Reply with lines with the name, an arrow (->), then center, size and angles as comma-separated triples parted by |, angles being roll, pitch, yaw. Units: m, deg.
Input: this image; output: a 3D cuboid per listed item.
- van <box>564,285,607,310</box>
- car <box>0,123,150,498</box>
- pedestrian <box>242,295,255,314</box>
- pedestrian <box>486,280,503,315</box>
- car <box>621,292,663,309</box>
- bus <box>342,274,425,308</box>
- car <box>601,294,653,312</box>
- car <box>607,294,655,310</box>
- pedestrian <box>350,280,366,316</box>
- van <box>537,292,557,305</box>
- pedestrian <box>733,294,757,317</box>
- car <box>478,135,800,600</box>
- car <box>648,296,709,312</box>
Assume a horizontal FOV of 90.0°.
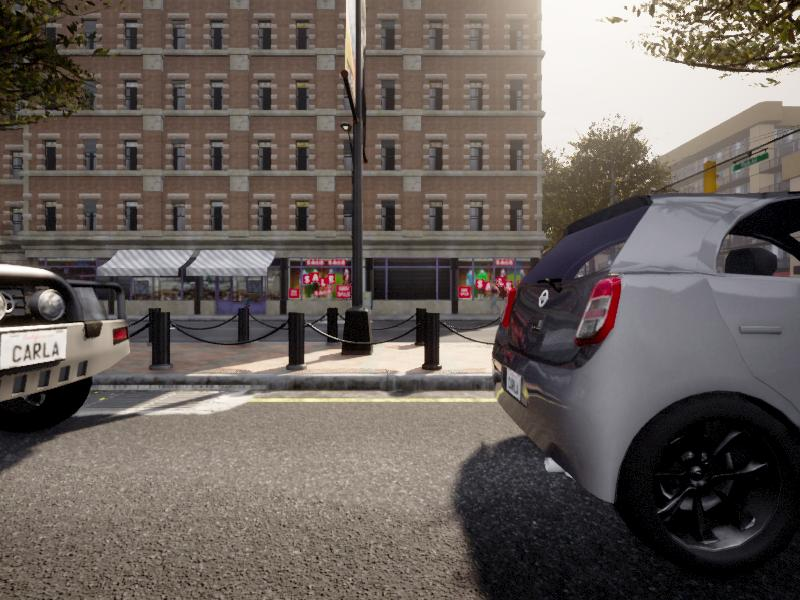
van -> 20.136, -0.280, 43.771 | 1.988, 2.561, 5.915 | 0, 0, 0
car -> -4.281, 0.053, 2.201 | 4.605, 1.855, 1.932 | 0, 0, 0
pedestrian -> -8.707, 0.266, 22.997 | 0.500, 1.100, 0.500 | 0, 0, 3
pedestrian -> 5.113, -0.116, 21.617 | 0.751, 1.860, 0.751 | 0, 0, -1
car -> 27.127, 0.046, 44.953 | 1.932, 1.855, 4.605 | 0, 0, 0
bus -> -2.059, -1.133, 51.914 | 10.273, 4.253, 3.944 | 0, 0, 0
car -> 20.184, 0.242, 35.853 | 1.837, 1.490, 4.892 | 0, 0, 0
car -> 23.652, 0.198, 41.198 | 1.801, 1.575, 5.366 | 0, 0, 0
pedestrian -> -2.252, -0.115, 21.429 | 0.751, 1.860, 0.751 | 0, 0, 5
van -> 30.422, -0.286, 83.072 | 1.988, 2.561, 5.915 | 0, 0, 0
pedestrian -> 19.536, 0.315, 22.659 | 0.751, 1.300, 0.751 | 0, 0, 5
car -> 2.425, 0.226, 2.192 | 3.633, 1.501, 1.845 | 0, 0, 0
car -> 23.693, 0.341, 34.300 | 1.895, 1.301, 4.718 | 0, 0, 0
